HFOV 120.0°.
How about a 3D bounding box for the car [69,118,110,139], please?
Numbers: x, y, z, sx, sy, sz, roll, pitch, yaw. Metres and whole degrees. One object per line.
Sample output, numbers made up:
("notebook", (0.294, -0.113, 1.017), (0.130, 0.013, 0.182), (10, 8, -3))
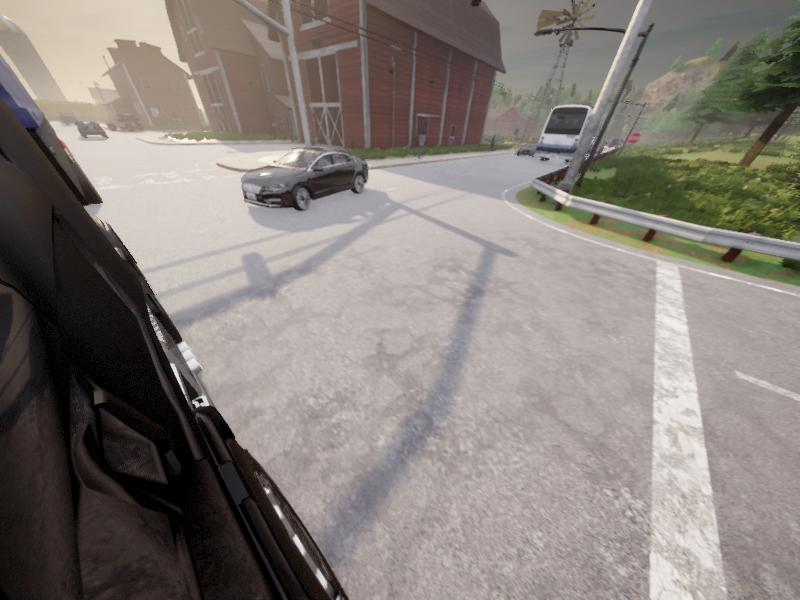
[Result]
("car", (-31.756, -17.582, 23.644), (3.705, 1.549, 1.789), (28, 44, 30))

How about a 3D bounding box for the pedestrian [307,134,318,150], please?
("pedestrian", (-7.305, -13.186, 19.304), (0.500, 1.100, 0.500), (17, 39, 18))

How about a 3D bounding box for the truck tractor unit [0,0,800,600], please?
("truck tractor unit", (-2.645, -0.295, 0.351), (6.516, 4.208, 3.053), (28, 44, 30))

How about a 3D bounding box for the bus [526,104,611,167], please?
("bus", (17.097, -16.450, 23.191), (3.944, 4.253, 10.273), (29, 45, 30))

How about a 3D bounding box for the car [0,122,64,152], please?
("car", (-24.638, -10.936, 15.427), (4.181, 1.385, 1.994), (28, 44, 30))

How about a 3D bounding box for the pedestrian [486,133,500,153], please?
("pedestrian", (10.742, -18.113, 26.673), (0.751, 1.860, 0.751), (-25, 45, -31))

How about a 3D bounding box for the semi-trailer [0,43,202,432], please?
("semi-trailer", (-8.695, -3.619, 4.215), (14.254, 4.402, 2.717), (28, 44, 30))

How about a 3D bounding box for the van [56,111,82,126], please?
("van", (-58.785, -32.272, 41.055), (4.442, 1.987, 1.775), (28, 44, 30))

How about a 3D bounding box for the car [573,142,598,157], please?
("car", (25.642, -20.914, 31.964), (1.845, 1.501, 3.633), (29, 44, 30))

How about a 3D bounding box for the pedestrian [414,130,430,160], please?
("pedestrian", (1.681, -12.103, 18.068), (0.751, 1.860, 0.751), (32, 45, 33))

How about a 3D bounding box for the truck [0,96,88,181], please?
("truck", (-16.106, -6.800, 9.583), (5.204, 2.467, 2.627), (28, 44, 30))

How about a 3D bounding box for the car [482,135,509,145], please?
("car", (21.205, -35.682, 51.374), (4.792, 1.488, 2.163), (28, 44, 30))

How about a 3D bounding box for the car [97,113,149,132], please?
("car", (-38.166, -24.557, 31.966), (3.866, 1.878, 1.905), (-1, 43, -2))

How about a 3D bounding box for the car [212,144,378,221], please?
("car", (-2.975, -4.366, 8.032), (2.128, 1.511, 4.902), (19, 40, 21))

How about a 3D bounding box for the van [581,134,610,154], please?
("van", (32.274, -25.677, 37.997), (2.351, 2.431, 6.366), (28, 43, 29))

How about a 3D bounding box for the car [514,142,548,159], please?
("car", (14.899, -16.996, 26.166), (1.994, 1.385, 4.181), (29, 44, 30))

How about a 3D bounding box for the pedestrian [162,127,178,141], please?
("pedestrian", (-22.343, -16.141, 22.439), (0.500, 1.100, 0.500), (12, 38, 12))
